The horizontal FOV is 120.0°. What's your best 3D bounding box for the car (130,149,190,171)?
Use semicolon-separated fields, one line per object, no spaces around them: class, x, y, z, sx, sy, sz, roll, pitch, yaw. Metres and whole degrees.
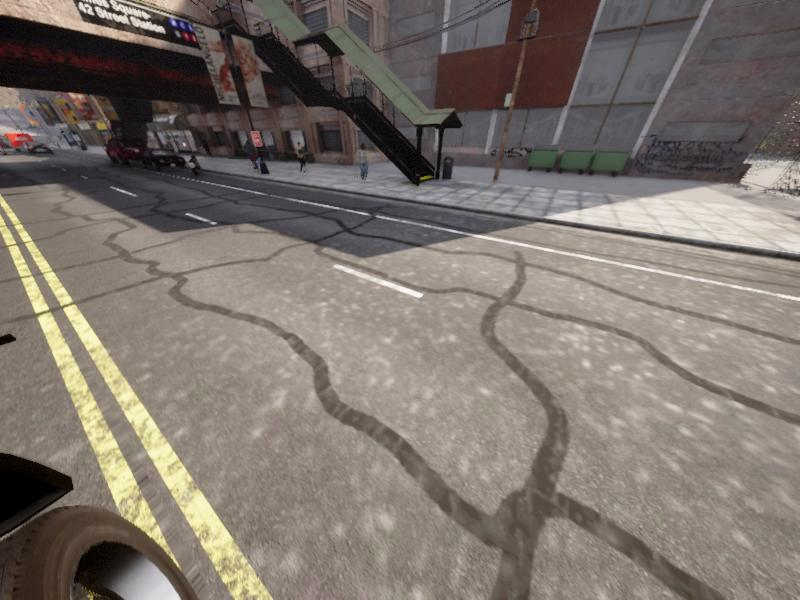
car;-19.812;-11.628;19.084;4.718;1.301;1.895;20;40;26

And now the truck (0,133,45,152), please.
truck;-61.449;-25.668;37.604;5.204;2.467;2.627;21;40;26

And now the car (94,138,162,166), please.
car;-26.044;-14.247;22.106;5.566;2.045;2.435;20;40;26

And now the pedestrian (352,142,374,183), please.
pedestrian;-2.029;-7.582;12.723;0.751;1.860;0.751;-25;43;-32

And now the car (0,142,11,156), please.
car;-54.299;-20.203;30.706;3.988;1.617;1.851;21;40;26

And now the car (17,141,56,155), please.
car;-50.848;-21.314;32.292;4.974;1.542;2.038;21;40;26

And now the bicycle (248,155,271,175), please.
bicycle;-9.308;-8.923;15.305;1.643;1.024;0.373;20;30;26

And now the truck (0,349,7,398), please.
truck;-7.430;-0.279;2.416;6.274;2.098;2.390;21;40;26

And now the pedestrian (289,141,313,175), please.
pedestrian;-6.479;-9.358;15.200;0.751;1.860;0.751;23;41;28

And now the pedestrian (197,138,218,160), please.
pedestrian;-20.282;-15.908;24.363;0.751;1.860;0.751;15;38;20

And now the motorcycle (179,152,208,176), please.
motorcycle;-14.333;-9.529;16.141;0.764;1.277;2.356;-16;39;-22

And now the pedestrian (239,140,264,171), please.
pedestrian;-10.754;-10.490;16.767;0.751;1.860;0.751;20;40;25
